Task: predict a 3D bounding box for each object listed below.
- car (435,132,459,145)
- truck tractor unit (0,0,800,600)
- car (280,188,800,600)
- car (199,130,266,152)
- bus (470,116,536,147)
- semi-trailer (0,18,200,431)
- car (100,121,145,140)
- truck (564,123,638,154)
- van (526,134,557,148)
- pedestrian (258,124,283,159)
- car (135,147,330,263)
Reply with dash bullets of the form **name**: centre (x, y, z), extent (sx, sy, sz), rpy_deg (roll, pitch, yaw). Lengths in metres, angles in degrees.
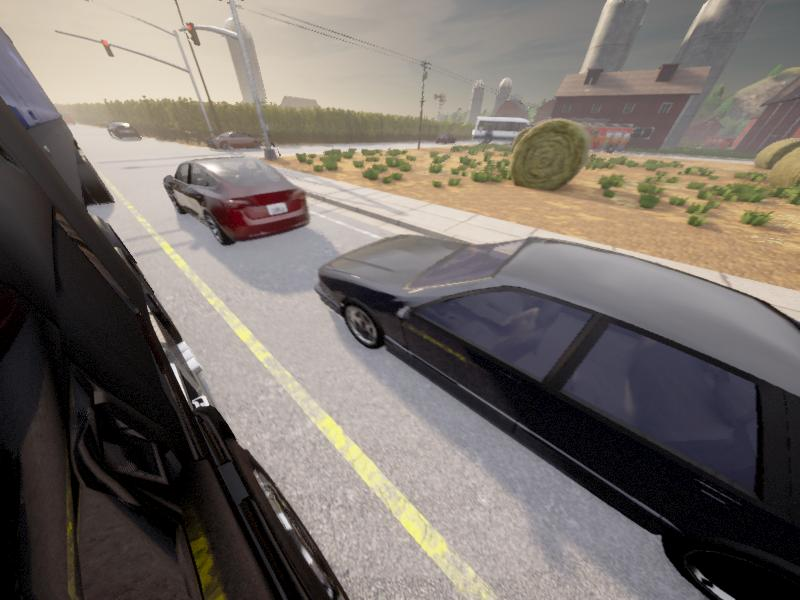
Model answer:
- **car**: centre (8.436, -28.806, 41.134), extent (2.097, 1.767, 4.553), rpy_deg (26, 43, 28)
- **truck tractor unit**: centre (-2.645, -0.295, 0.352), extent (6.516, 4.208, 3.053), rpy_deg (28, 44, 30)
- **car**: centre (1.409, 0.295, 2.176), extent (5.357, 1.411, 2.033), rpy_deg (28, 44, 30)
- **car**: centre (-14.826, -14.251, 20.669), extent (1.994, 1.385, 4.181), rpy_deg (24, 42, 26)
- **bus**: centre (19.232, -32.123, 44.127), extent (10.273, 4.253, 3.944), rpy_deg (7, 37, 6)
- **semi-trailer**: centre (-8.583, -3.678, 4.343), extent (14.254, 4.402, 2.717), rpy_deg (30, 45, 31)
- **car**: centre (-31.822, -19.462, 26.492), extent (4.792, 1.488, 2.163), rpy_deg (26, 43, 28)
- **truck**: centre (34.038, -27.780, 39.583), extent (8.468, 3.827, 2.891), rpy_deg (25, 42, 27)
- **van**: centre (26.941, -30.363, 44.083), extent (4.480, 2.038, 2.069), rpy_deg (25, 42, 27)
- **pedestrian**: centre (-8.653, -10.610, 15.482), extent (0.751, 1.860, 0.751), rpy_deg (26, 43, 28)
- **car**: centre (-4.242, -2.741, 5.808), extent (4.792, 1.488, 2.163), rpy_deg (28, 44, 30)
